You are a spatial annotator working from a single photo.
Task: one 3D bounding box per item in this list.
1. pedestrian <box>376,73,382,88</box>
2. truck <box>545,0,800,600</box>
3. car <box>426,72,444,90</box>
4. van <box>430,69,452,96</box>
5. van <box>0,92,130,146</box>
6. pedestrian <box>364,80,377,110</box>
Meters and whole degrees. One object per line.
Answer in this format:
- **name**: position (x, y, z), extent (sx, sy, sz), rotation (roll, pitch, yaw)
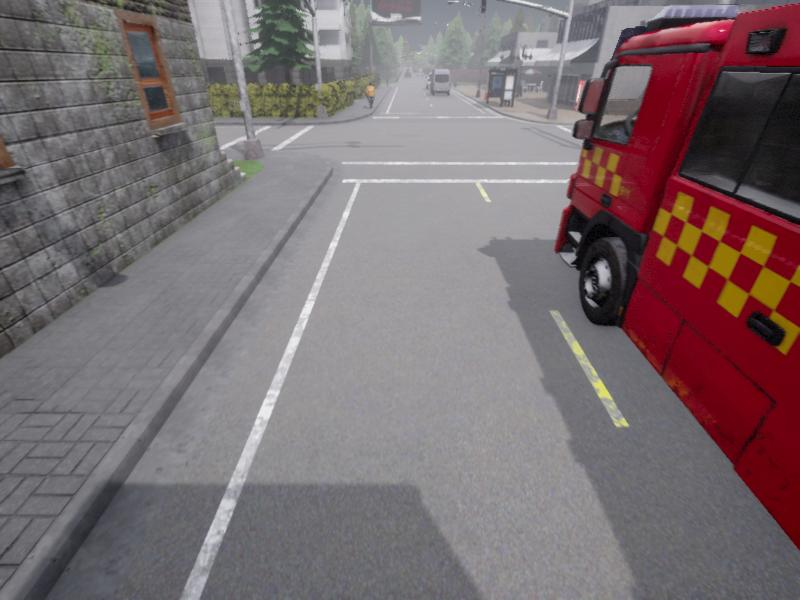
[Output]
- **pedestrian**: position (-2.840, -29.974, 54.645), extent (0.751, 1.860, 0.751), rotation (2, 31, 3)
- **truck**: position (3.896, -0.071, 2.287), extent (2.891, 3.827, 8.468), rotation (0, 30, 1)
- **car**: position (4.824, -30.536, 55.776), extent (2.150, 2.045, 5.566), rotation (1, 31, 2)
- **van**: position (4.649, -25.380, 46.536), extent (1.988, 2.561, 5.915), rotation (0, 31, 1)
- **van**: position (-15.617, -8.365, 18.449), extent (4.480, 2.038, 2.069), rotation (0, 30, 0)
- **pedestrian**: position (-2.121, -14.854, 28.971), extent (0.751, 1.860, 0.751), rotation (-5, 31, -9)
